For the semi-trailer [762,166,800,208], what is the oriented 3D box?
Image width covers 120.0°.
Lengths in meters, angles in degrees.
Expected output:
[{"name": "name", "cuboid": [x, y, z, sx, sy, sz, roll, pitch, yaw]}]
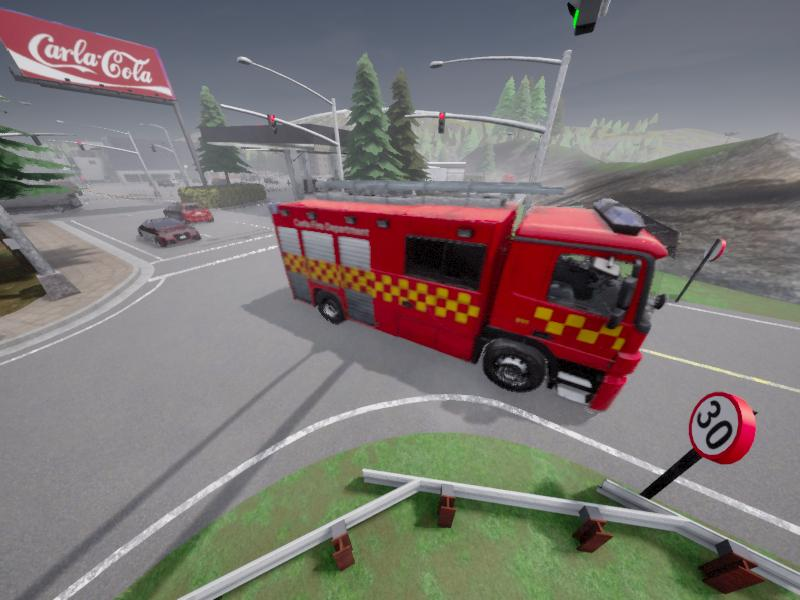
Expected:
[{"name": "semi-trailer", "cuboid": [49.482, -12.630, 26.061, 2.717, 4.402, 14.254, 16, 34, 26]}]

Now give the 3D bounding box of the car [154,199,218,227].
[{"name": "car", "cuboid": [-18.362, -7.601, 19.871, 4.611, 1.667, 2.242, 16, 32, 26]}]

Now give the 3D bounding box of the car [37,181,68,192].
[{"name": "car", "cuboid": [-66.476, -21.721, 44.165, 4.611, 1.667, 2.242, 16, 34, 26]}]

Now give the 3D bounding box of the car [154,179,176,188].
[{"name": "car", "cuboid": [-54.495, -27.084, 53.607, 4.514, 1.523, 2.007, 16, 34, 26]}]

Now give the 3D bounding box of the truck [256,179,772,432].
[{"name": "truck", "cuboid": [0.672, -0.955, 6.126, 8.468, 3.827, 2.891, 16, 33, 26]}]

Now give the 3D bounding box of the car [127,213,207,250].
[{"name": "car", "cuboid": [-14.517, -4.364, 14.405, 4.181, 1.385, 1.994, 16, 34, 26]}]

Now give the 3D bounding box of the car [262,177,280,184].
[{"name": "car", "cuboid": [-35.476, -32.774, 63.464, 4.514, 1.523, 2.007, 16, 34, 26]}]

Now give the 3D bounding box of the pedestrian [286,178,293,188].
[{"name": "pedestrian", "cuboid": [-24.682, -25.995, 51.408, 0.751, 1.860, 0.751, 15, 33, 24]}]

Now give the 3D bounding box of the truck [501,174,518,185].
[{"name": "truck", "cuboid": [29.970, -33.009, 63.311, 2.627, 2.467, 5.204, 6, 30, 8]}]

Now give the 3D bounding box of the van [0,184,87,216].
[{"name": "van", "cuboid": [-37.781, -10.301, 23.678, 5.915, 2.561, 1.988, -18, 34, -29]}]
